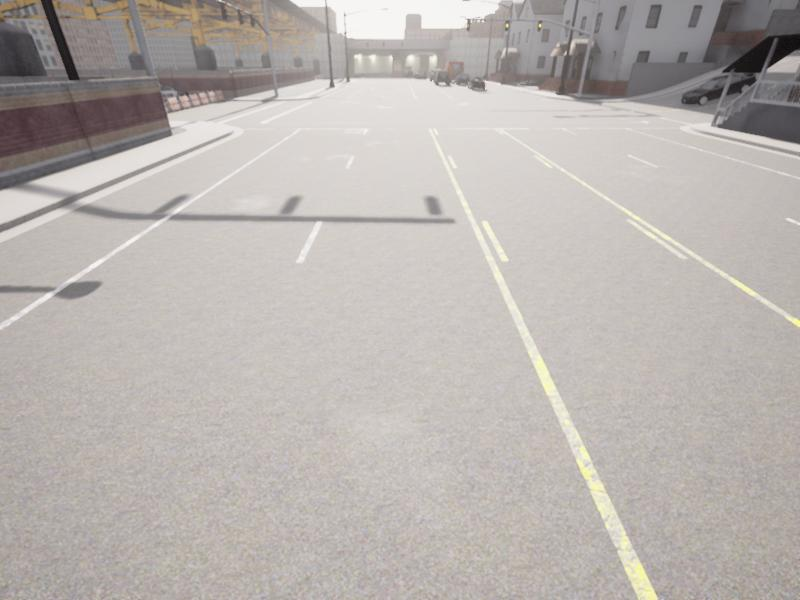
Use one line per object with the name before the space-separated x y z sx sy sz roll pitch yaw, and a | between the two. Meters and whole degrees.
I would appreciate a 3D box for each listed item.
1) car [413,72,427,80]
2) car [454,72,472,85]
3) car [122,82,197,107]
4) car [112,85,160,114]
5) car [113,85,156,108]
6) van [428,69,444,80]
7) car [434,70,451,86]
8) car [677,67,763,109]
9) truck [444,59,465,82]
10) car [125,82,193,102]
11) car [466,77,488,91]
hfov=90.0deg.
car | 4.506 -50.896 90.799 1.994 1.385 4.181 -8 32 -14
car | 10.446 -36.877 66.653 2.097 1.767 4.553 0 31 0
car | -20.265 -17.553 34.022 2.038 1.542 4.974 16 34 24
car | -19.472 -14.823 29.402 2.038 1.542 4.974 -21 36 -31
car | -19.503 -14.980 29.358 1.853 1.218 4.536 -21 36 -31
van | 8.134 -50.951 90.240 2.069 2.038 4.480 -9 31 -15
car | 6.948 -36.590 65.913 2.150 2.045 5.566 0 31 0
car | 25.096 -16.741 31.582 5.008 1.535 1.882 -14 30 7
truck | 10.463 -44.777 78.084 2.891 3.827 8.468 0 30 0
car | -20.289 -17.665 33.903 1.853 1.218 4.536 16 34 24
car | 10.454 -29.569 54.669 2.033 1.411 5.357 0 31 0
